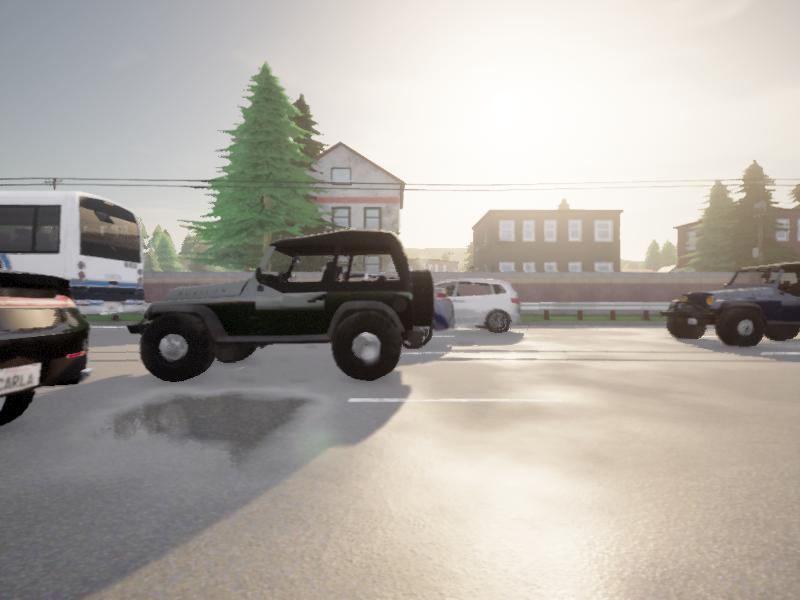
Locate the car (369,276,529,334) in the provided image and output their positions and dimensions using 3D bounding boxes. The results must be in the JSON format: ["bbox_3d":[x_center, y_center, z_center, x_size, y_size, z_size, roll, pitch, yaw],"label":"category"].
[{"bbox_3d":[1.422,0.158,12.697,4.611,1.667,2.242,0,0,0],"label":"car"}]

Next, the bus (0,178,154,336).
[{"bbox_3d":[-14.149,-1.142,12.640,10.273,4.253,3.944,0,0,-1],"label":"bus"}]

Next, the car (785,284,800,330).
[{"bbox_3d":[15.425,0.236,12.685,4.514,1.525,2.007,0,0,0],"label":"car"}]

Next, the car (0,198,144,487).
[{"bbox_3d":[-4.544,0.232,2.202,4.902,1.511,2.128,0,0,0],"label":"car"}]

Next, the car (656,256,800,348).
[{"bbox_3d":[8.436,0.051,9.192,3.866,1.878,1.905,0,0,0],"label":"car"}]

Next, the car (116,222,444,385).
[{"bbox_3d":[-1.422,0.041,5.702,3.866,1.878,1.905,-1,0,0],"label":"car"}]

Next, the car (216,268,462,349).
[{"bbox_3d":[-1.252,0.180,9.266,5.027,1.651,2.152,0,0,-1],"label":"car"}]
